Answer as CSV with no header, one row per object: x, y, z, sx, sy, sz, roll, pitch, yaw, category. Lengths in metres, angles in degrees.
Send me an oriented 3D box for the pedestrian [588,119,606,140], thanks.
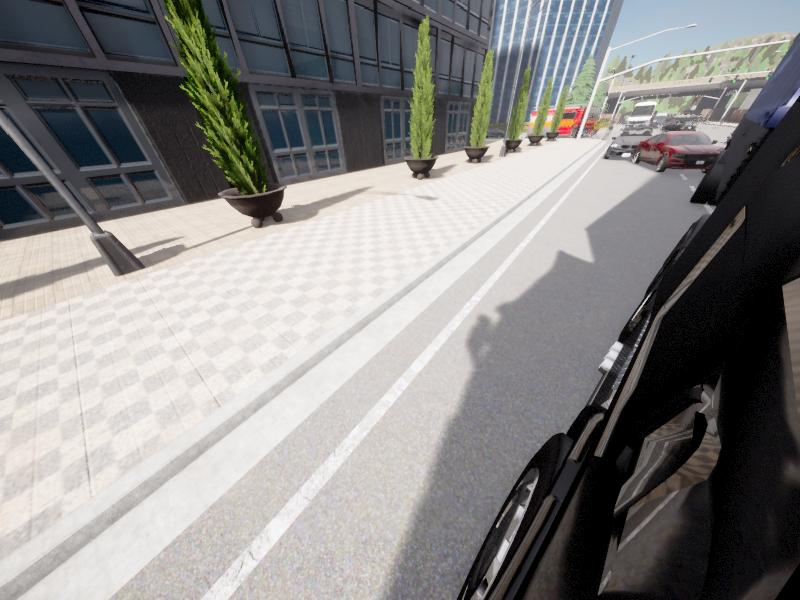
22.293,-19.312,26.211,0.751,1.860,0.751,10,39,17,pedestrian

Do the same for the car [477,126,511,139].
16.051,-28.688,39.605,4.856,1.649,2.033,24,44,31,car

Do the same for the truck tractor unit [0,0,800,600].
2.645,-0.295,0.351,6.516,4.208,3.053,-28,44,-30,truck tractor unit

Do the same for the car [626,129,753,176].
13.646,-7.448,11.459,1.882,1.535,5.008,12,39,19,car

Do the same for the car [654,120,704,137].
34.243,-21.183,28.527,1.789,1.549,3.705,4,37,8,car

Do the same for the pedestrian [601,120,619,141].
24.323,-19.647,26.788,0.751,1.860,0.751,-31,45,-33,pedestrian

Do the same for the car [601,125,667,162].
15.067,-10.230,14.989,2.242,1.667,4.611,24,44,32,car

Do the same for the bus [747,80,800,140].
39.974,-17.741,21.332,10.273,4.253,3.944,-12,37,-12,bus

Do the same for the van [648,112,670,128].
55.762,-38.723,49.805,1.988,2.561,5.915,24,44,31,van

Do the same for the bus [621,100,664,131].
47.632,-36.316,45.660,3.944,4.253,10.273,24,44,31,bus

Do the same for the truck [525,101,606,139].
23.684,-25.967,33.668,8.468,3.827,2.891,27,46,33,truck

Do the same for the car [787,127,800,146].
30.178,-11.612,15.894,2.242,1.667,4.611,24,44,31,car

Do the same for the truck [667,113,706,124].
78.308,-49.644,63.324,6.274,2.098,2.390,24,44,31,truck

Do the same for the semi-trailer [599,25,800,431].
8.615,-3.660,4.308,14.254,4.402,2.717,-29,44,-31,semi-trailer

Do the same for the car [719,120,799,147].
28.018,-13.220,18.309,2.128,1.511,4.902,24,44,31,car

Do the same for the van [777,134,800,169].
18.593,-6.227,8.784,2.351,2.431,6.366,24,44,31,van
